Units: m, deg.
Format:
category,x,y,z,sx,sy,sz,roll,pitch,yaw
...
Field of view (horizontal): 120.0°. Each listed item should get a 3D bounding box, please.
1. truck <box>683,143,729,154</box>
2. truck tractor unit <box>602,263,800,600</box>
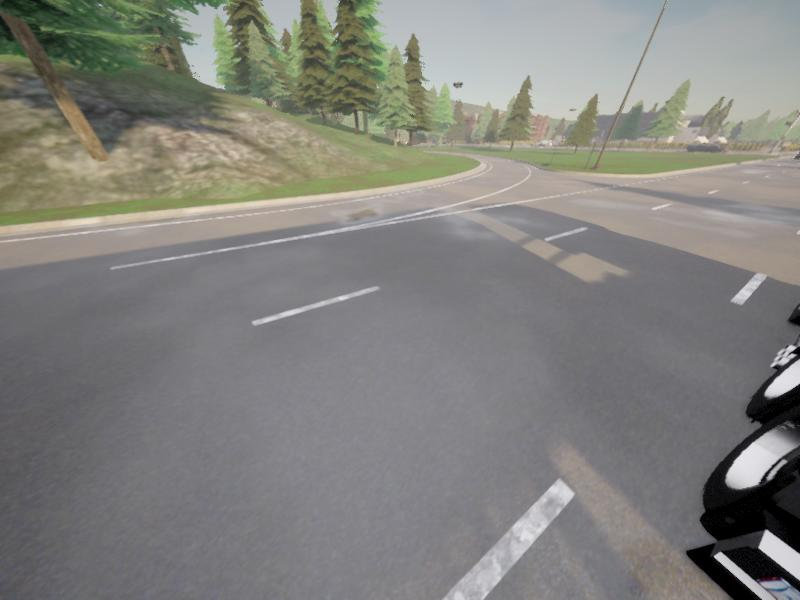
category,x,y,z,sx,sy,sz,roll,pitch,yaw
truck,75.663,-37.741,57.340,2.390,2.098,6.274,-18,39,-25
truck tractor unit,5.114,-0.295,0.790,6.516,4.208,3.053,-18,39,-24
